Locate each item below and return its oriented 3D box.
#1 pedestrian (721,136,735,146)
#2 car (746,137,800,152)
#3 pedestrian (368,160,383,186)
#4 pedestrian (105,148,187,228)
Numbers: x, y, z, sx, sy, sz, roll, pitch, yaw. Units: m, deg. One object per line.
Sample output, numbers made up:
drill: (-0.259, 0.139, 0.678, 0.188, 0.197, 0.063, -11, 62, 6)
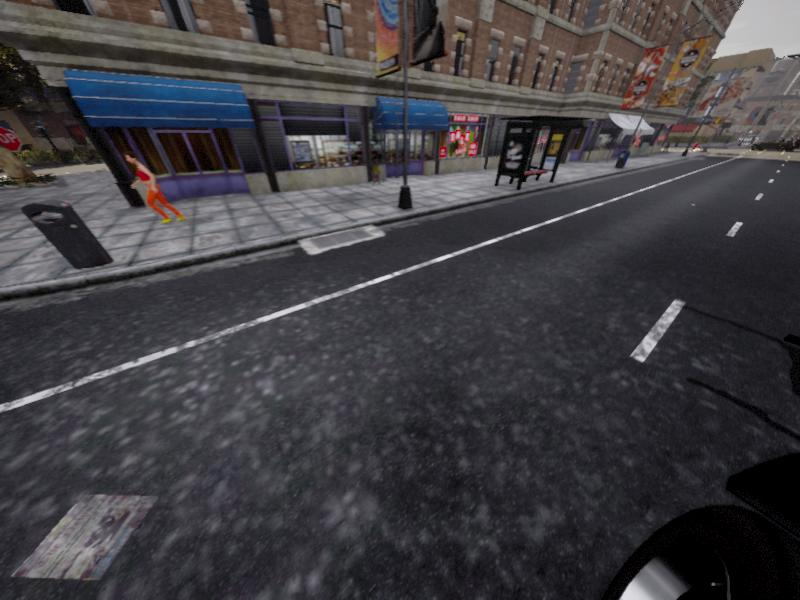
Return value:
pedestrian: (68.951, -33.448, 48.576, 0.751, 1.860, 0.751, -16, 38, -20)
car: (58.560, -24.254, 35.970, 1.932, 1.855, 4.605, -8, 36, -11)
pedestrian: (-1.258, -6.561, 11.933, 0.500, 1.100, 0.500, -21, 40, -26)
pedestrian: (-6.882, -3.083, 6.412, 0.751, 1.860, 0.751, -24, 41, -29)
